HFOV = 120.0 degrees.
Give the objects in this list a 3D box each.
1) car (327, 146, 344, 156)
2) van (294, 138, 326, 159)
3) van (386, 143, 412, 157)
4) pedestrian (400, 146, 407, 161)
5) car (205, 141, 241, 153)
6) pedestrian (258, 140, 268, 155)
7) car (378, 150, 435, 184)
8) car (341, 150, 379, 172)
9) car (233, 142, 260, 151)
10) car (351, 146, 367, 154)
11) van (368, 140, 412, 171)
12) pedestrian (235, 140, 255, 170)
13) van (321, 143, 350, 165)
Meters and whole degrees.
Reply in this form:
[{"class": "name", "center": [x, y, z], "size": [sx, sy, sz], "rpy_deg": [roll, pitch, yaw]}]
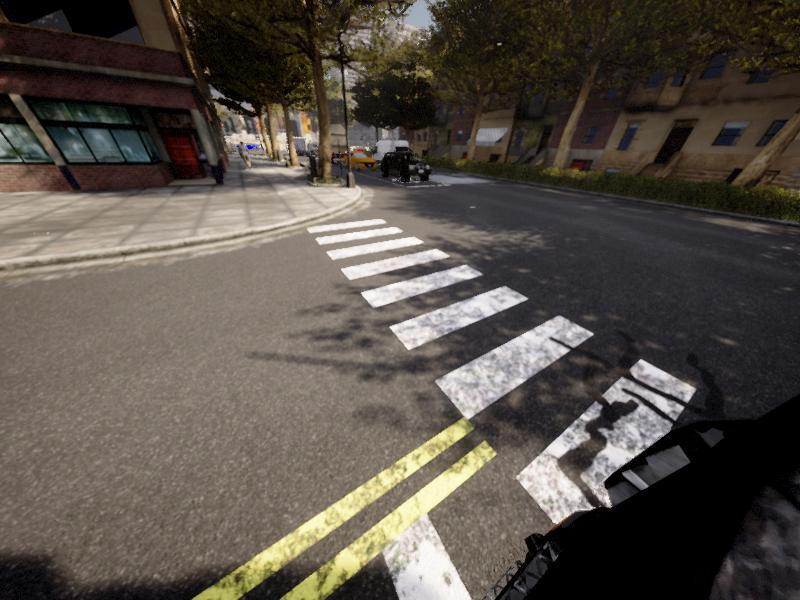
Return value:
[{"class": "car", "center": [-12.925, -30.061, 46.536], "size": [1.851, 1.617, 3.988], "rpy_deg": [6, 34, 5]}, {"class": "van", "center": [-15.409, -25.851, 39.355], "size": [6.366, 2.431, 2.351], "rpy_deg": [30, 35, 35]}, {"class": "van", "center": [-0.214, -35.907, 55.258], "size": [5.915, 2.561, 1.988], "rpy_deg": [-16, 38, -25]}, {"class": "pedestrian", "center": [0.477, -22.507, 35.559], "size": [0.751, 1.860, 0.751], "rpy_deg": [-18, 39, -27]}, {"class": "car", "center": [-30.682, -26.644, 40.222], "size": [4.611, 1.667, 2.242], "rpy_deg": [-16, 38, -25]}, {"class": "pedestrian", "center": [-21.563, -24.025, 36.405], "size": [0.751, 1.860, 0.751], "rpy_deg": [28, 42, 33]}, {"class": "car", "center": [0.295, -9.923, 17.038], "size": [1.932, 1.855, 4.605], "rpy_deg": [-17, 37, -26]}, {"class": "car", "center": [-4.084, -14.066, 23.252], "size": [1.882, 1.535, 5.008], "rpy_deg": [-16, 38, -26]}, {"class": "car", "center": [-32.751, -32.750, 49.349], "size": [4.514, 1.525, 2.007], "rpy_deg": [-16, 38, -26]}, {"class": "car", "center": [-10.726, -39.199, 60.375], "size": [3.633, 1.501, 1.845], "rpy_deg": [-16, 38, -26]}, {"class": "van", "center": [-1.276, -15.603, 24.829], "size": [1.988, 2.561, 5.915], "rpy_deg": [-17, 38, -26]}, {"class": "pedestrian", "center": [-11.840, -11.088, 17.689], "size": [0.751, 1.860, 0.751], "rpy_deg": [-17, 38, -26]}, {"class": "van", "center": [-8.037, -18.155, 28.658], "size": [2.069, 2.038, 4.480], "rpy_deg": [-16, 38, -26]}]
